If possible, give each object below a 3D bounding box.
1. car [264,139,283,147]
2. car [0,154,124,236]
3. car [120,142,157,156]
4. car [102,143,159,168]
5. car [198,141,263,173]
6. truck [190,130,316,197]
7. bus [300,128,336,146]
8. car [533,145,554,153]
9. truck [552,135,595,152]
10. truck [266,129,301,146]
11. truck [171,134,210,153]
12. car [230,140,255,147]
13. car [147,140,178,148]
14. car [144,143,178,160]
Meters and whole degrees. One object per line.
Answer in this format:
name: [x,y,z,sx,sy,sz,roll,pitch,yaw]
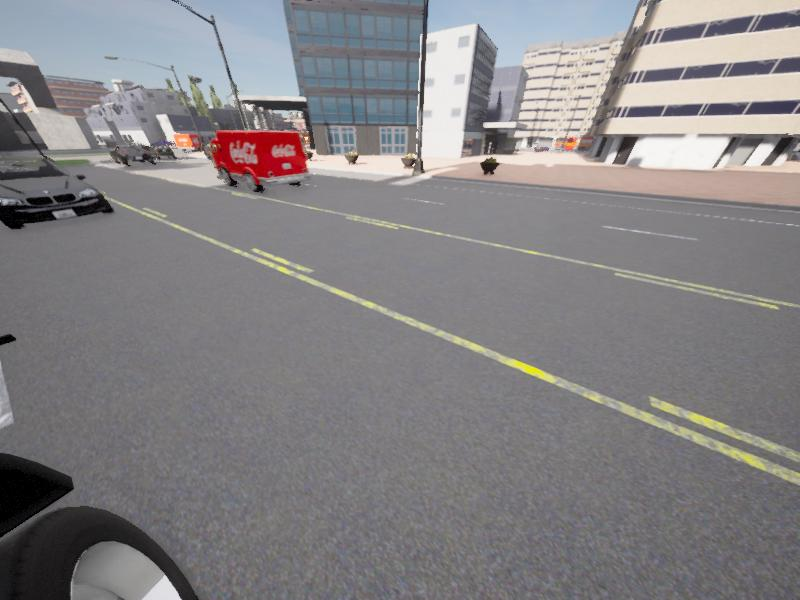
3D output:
car: [-33.990,-42.220,62.181,1.851,1.617,3.988,19,39,25]
car: [-11.955,-3.692,7.602,4.611,1.667,2.242,20,40,26]
car: [-36.982,-21.535,32.816,1.789,1.549,3.705,-12,37,-16]
car: [-25.132,-13.568,21.549,5.027,1.651,2.152,23,41,28]
car: [-13.552,-11.538,18.541,4.605,1.855,1.932,21,40,25]
truck: [-7.380,-7.120,11.802,5.204,2.467,2.627,20,40,26]
bus: [-25.574,-51.483,73.004,3.944,4.253,10.273,19,39,25]
car: [37.014,-38.944,59.489,4.193,1.474,1.816,19,39,24]
truck: [47.624,-43.236,63.701,8.468,3.827,2.891,19,39,24]
truck: [-33.772,-47.296,67.381,2.891,3.827,8.468,19,39,25]
truck: [-35.608,-26.819,39.522,2.627,2.467,5.204,-8,36,-12]
car: [-40.589,-40.399,59.574,1.837,1.490,4.892,28,44,34]
car: [-55.165,-36.276,53.673,4.674,1.442,1.812,-1,35,-2]
car: [-28.067,-17.482,27.124,3.705,1.549,1.789,25,42,32]
